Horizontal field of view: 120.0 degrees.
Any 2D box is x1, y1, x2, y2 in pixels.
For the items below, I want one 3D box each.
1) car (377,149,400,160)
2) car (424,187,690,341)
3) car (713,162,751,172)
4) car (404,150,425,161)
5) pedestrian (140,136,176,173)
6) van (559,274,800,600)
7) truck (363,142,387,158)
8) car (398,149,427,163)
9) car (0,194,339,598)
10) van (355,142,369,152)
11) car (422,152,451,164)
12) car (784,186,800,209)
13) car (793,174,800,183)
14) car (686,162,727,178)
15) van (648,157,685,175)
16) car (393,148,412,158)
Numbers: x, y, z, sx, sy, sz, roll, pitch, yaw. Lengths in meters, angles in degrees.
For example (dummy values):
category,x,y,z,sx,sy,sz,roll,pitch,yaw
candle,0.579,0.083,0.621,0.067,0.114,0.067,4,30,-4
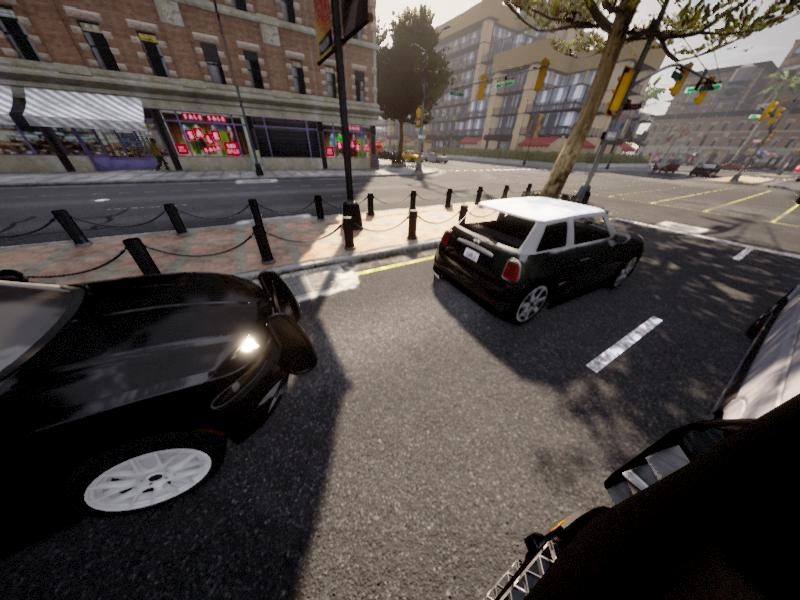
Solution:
category,x,y,z,sx,sy,sz,roll,pitch,yaw
car,-2.047,-25.580,40.525,3.806,1.475,1.970,27,41,32
car,2.630,-1.007,4.180,3.806,1.475,1.970,-15,37,-24
car,71.683,-28.876,49.984,1.851,1.617,3.988,-5,35,-11
car,2.512,-25.755,41.069,1.970,1.475,3.806,-17,38,-26
pedestrian,-14.898,-8.946,14.264,0.751,1.860,0.751,-16,38,-25
van,4.038,0.405,1.227,5.915,2.561,1.988,-16,38,-26
truck,-5.013,-29.695,45.582,2.627,2.467,5.204,-17,38,-26
car,1.832,-22.612,36.249,1.801,1.575,5.366,-17,38,-26
car,-3.269,0.657,1.185,5.238,1.638,1.930,-16,38,-26
van,-12.003,-48.155,72.569,1.988,2.561,5.915,-17,38,-26
car,5.704,-22.551,36.654,1.895,1.301,4.718,-17,38,-26
car,23.834,-5.390,11.664,3.866,1.878,1.905,27,41,32
car,52.256,-15.660,28.986,5.027,1.651,2.152,-16,38,-26
car,41.355,-17.610,31.198,5.238,1.638,1.930,-16,38,-26
van,37.551,-18.887,32.555,4.442,1.987,1.775,-16,38,-26
car,0.497,-31.586,49.622,1.837,1.490,4.892,-17,38,-26
